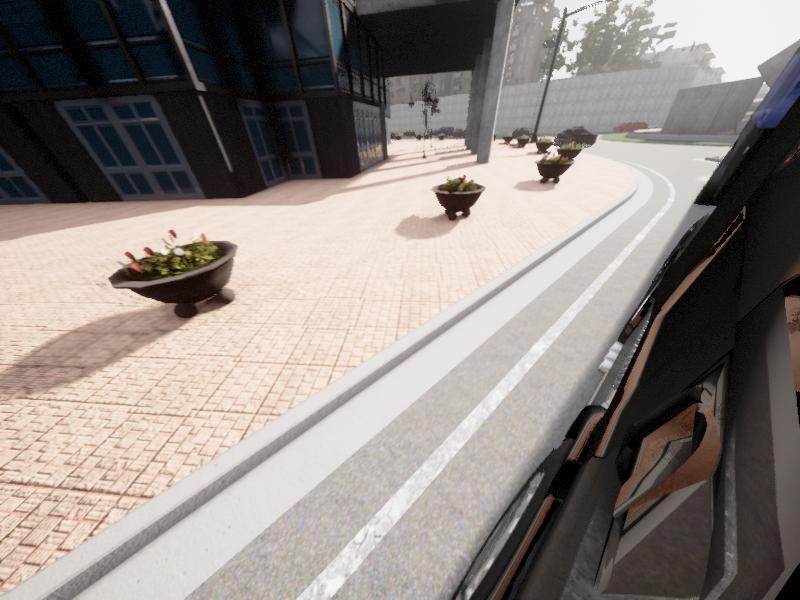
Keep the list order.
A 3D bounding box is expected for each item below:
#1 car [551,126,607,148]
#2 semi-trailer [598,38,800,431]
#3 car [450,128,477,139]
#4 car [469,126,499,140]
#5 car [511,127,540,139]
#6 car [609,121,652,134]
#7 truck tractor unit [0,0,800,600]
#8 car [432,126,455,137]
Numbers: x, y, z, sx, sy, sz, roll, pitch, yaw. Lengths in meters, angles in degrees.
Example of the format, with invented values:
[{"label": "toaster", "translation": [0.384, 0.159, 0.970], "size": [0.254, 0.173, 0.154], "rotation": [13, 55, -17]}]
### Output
[{"label": "car", "translation": [18.001, -16.753, 23.620], "size": [1.930, 1.638, 5.238], "rotation": [-1, 37, 3]}, {"label": "semi-trailer", "translation": [8.671, -3.620, 4.259], "size": [14.254, 4.402, 2.717], "rotation": [-28, 44, -30]}, {"label": "car", "translation": [12.797, -34.011, 47.158], "size": [2.152, 1.651, 5.027], "rotation": [-26, 42, -28]}, {"label": "car", "translation": [14.457, -29.046, 40.165], "size": [1.932, 1.855, 4.605], "rotation": [-23, 41, -25]}, {"label": "car", "translation": [20.269, -27.108, 37.474], "size": [1.845, 1.501, 3.633], "rotation": [-17, 39, -19]}, {"label": "car", "translation": [39.261, -29.502, 39.454], "size": [4.514, 1.525, 2.007], "rotation": [5, 37, 11]}, {"label": "truck tractor unit", "translation": [2.645, -0.295, 0.351], "size": [6.516, 4.208, 3.053], "rotation": [-28, 44, -30]}, {"label": "car", "translation": [10.926, -42.288, 58.044], "size": [2.150, 2.045, 5.566], "rotation": [-27, 43, -29]}]
